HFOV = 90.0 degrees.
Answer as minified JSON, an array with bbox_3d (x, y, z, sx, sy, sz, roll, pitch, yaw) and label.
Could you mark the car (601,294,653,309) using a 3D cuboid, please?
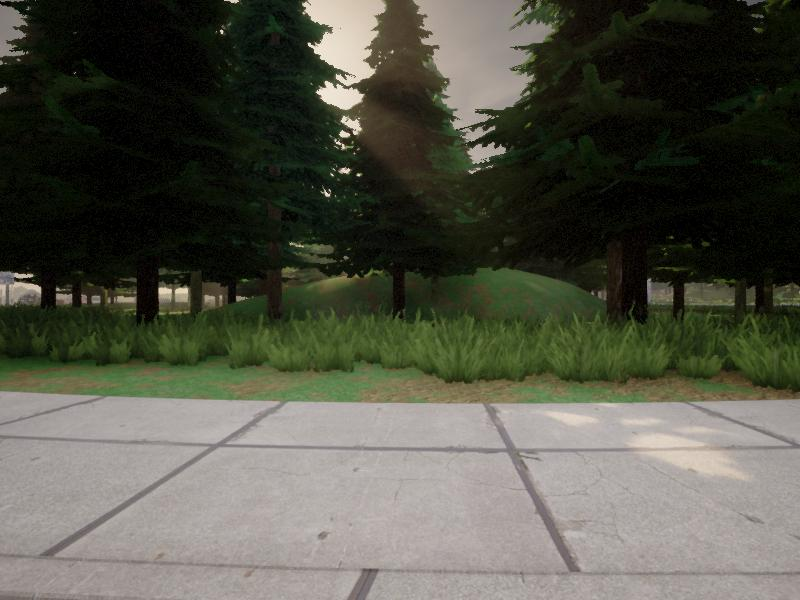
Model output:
[{"bbox_3d":[26.422,0.178,46.758,2.033,1.649,4.856,0,0,-30],"label":"car"}]
